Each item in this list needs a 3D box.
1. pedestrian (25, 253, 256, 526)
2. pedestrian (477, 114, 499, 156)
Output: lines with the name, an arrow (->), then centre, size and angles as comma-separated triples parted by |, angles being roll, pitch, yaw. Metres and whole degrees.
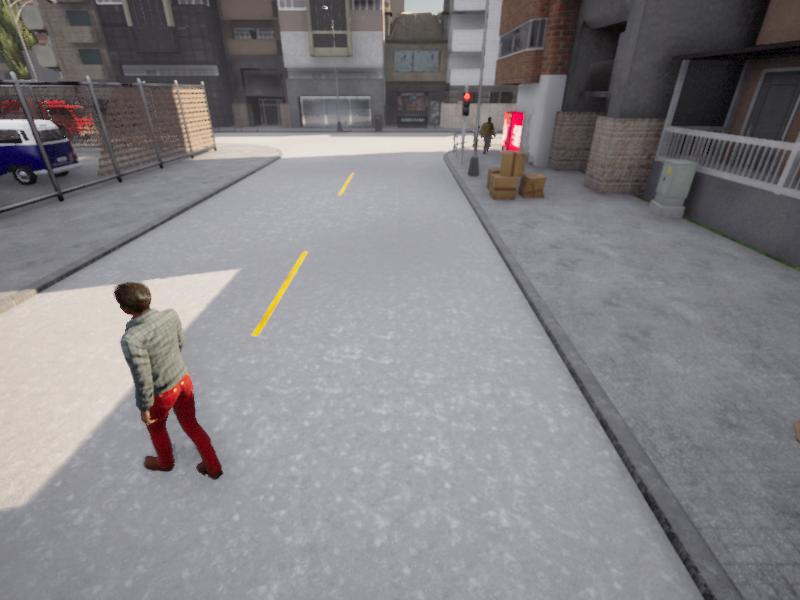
pedestrian -> -1.808, 0.687, 3.069 | 0.751, 1.860, 0.751 | 9, 29, 17
pedestrian -> 4.289, -8.092, 19.626 | 0.751, 1.860, 0.751 | 0, 28, 1
